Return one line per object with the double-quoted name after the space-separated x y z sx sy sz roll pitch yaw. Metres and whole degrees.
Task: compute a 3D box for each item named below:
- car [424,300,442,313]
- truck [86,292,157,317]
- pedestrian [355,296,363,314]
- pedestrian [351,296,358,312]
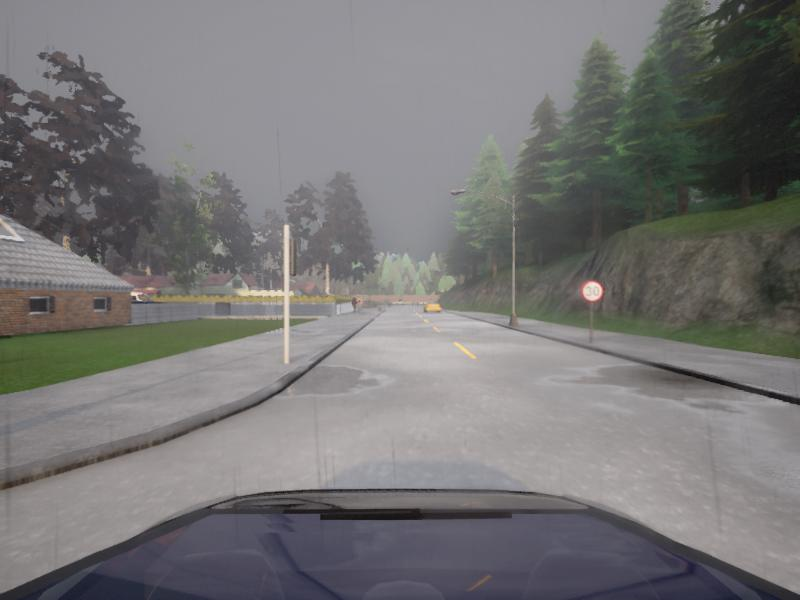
3.983 0.779 49.694 1.801 1.575 5.366 0 0 0 "car"
-22.990 0.364 33.141 4.478 2.038 2.069 0 0 0 "truck"
-4.203 0.514 41.037 0.751 1.860 0.751 0 0 0 "pedestrian"
-5.418 0.511 48.109 0.751 1.860 0.751 0 0 0 "pedestrian"
